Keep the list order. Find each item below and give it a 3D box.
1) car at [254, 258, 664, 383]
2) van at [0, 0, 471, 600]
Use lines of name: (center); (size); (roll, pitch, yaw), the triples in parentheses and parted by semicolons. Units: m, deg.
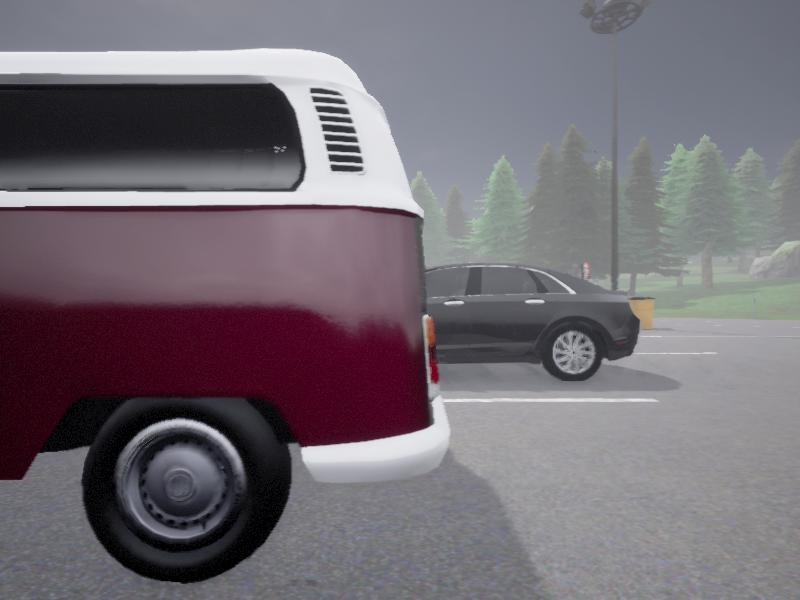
car: (0.707, 0.244, 5.699); (4.892, 1.490, 1.837); (0, 0, 0)
van: (-2.033, -0.029, 2.199); (4.480, 2.038, 2.069); (0, 0, 0)
